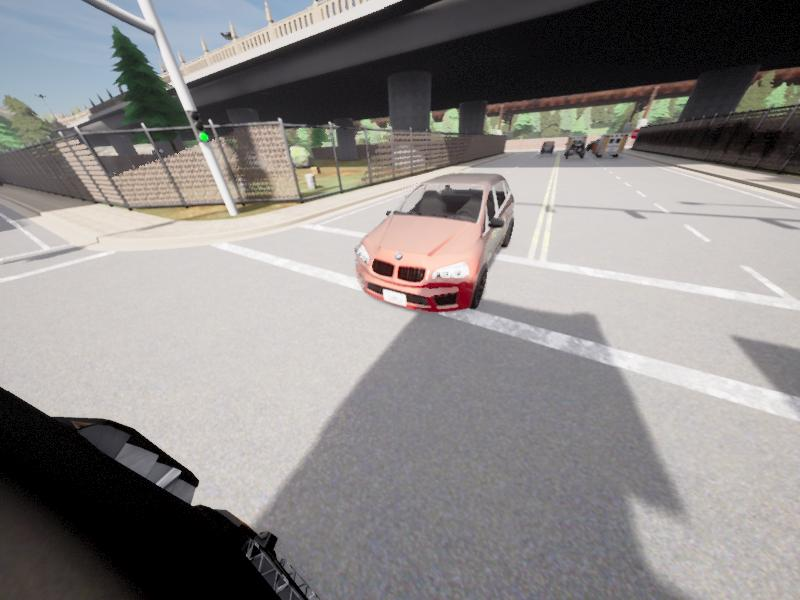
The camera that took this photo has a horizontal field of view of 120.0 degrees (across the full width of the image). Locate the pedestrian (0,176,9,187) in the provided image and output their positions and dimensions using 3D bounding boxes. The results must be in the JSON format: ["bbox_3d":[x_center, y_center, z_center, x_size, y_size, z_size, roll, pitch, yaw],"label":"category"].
[{"bbox_3d":[-48.972,-14.739,27.986,0.751,1.860,0.751,15,37,25],"label":"pedestrian"}]

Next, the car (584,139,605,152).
[{"bbox_3d":[35.903,-28.617,42.767,2.097,1.767,4.553,16,38,26],"label":"car"}]

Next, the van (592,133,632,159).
[{"bbox_3d":[26.538,-19.582,29.294,2.351,2.431,6.366,16,38,26],"label":"van"}]

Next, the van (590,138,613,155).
[{"bbox_3d":[30.674,-23.514,35.306,1.775,1.987,4.442,16,38,26],"label":"van"}]

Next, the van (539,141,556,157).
[{"bbox_3d":[23.624,-24.233,36.939,1.775,1.987,4.442,16,38,26],"label":"van"}]

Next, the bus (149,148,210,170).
[{"bbox_3d":[-58.173,-37.634,61.496,3.944,4.253,10.273,16,38,26],"label":"bus"}]

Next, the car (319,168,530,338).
[{"bbox_3d":[1.026,-1.583,4.800,2.242,1.667,4.611,16,37,26],"label":"car"}]

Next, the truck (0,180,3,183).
[{"bbox_3d":[-70.941,-20.240,37.845,2.627,2.467,5.204,16,38,26],"label":"truck"}]

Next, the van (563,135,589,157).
[{"bbox_3d":[26.494,-23.417,35.083,2.351,2.431,6.366,16,38,26],"label":"van"}]

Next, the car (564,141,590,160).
[{"bbox_3d":[22.485,-19.180,29.501,1.932,1.855,4.605,16,38,26],"label":"car"}]
